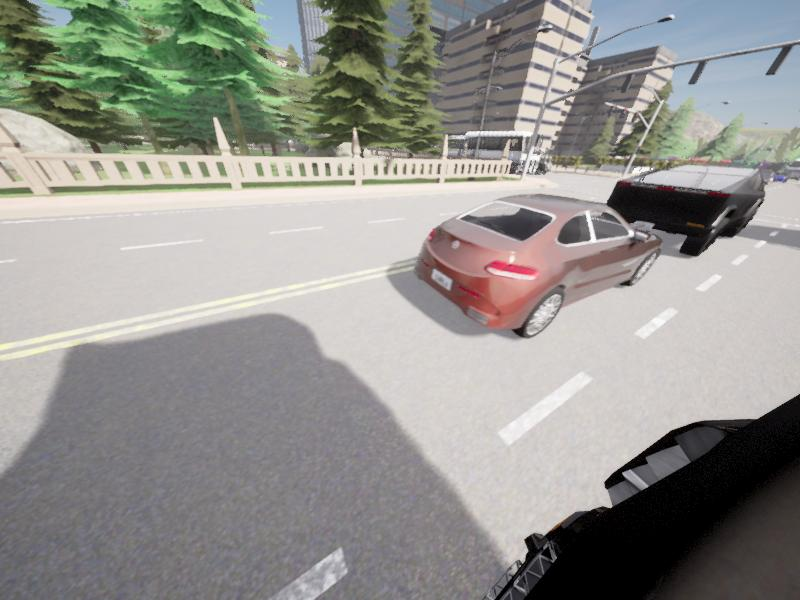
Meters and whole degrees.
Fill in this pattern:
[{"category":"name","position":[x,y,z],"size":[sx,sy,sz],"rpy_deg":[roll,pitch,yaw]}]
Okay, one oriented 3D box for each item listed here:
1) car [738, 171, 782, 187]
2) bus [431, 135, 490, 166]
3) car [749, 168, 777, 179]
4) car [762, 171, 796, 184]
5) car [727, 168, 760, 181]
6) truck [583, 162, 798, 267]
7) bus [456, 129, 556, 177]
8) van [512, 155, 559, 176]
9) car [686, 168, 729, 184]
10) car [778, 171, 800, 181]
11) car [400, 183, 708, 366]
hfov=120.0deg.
[{"category":"car","position":[45.417,-15.320,29.152],"size":[4.974,1.542,2.038],"rpy_deg":[-16,38,-26]},{"category":"bus","position":[10.639,-27.665,42.630],"size":[3.944,4.253,10.273],"rpy_deg":[-16,38,-26]},{"category":"car","position":[72.406,-25.254,46.097],"size":[4.856,1.649,2.033],"rpy_deg":[-16,38,-26]},{"category":"car","position":[59.675,-19.331,36.364],"size":[4.514,1.525,2.007],"rpy_deg":[-16,38,-26]},{"category":"car","position":[57.276,-20.941,38.482],"size":[4.974,1.542,2.038],"rpy_deg":[-16,38,-26]},{"category":"truck","position":[9.243,-3.060,7.378],"size":[6.274,2.098,2.390],"rpy_deg":[-16,38,-26]},{"category":"bus","position":[12.390,-18.423,28.830],"size":[3.944,4.253,10.273],"rpy_deg":[-16,38,-26]},{"category":"van","position":[16.750,-16.838,28.825],"size":[1.775,1.987,4.442],"rpy_deg":[-16,38,-26]},{"category":"car","position":[39.163,-15.818,29.426],"size":[4.514,1.525,2.007],"rpy_deg":[-15,37,-25]},{"category":"car","position":[75.072,-23.693,44.133],"size":[4.902,1.511,2.128],"rpy_deg":[-16,38,-26]},{"category":"car","position":[2.749,-1.023,4.239],"size":[5.027,1.651,2.152],"rpy_deg":[-16,38,-26]}]
